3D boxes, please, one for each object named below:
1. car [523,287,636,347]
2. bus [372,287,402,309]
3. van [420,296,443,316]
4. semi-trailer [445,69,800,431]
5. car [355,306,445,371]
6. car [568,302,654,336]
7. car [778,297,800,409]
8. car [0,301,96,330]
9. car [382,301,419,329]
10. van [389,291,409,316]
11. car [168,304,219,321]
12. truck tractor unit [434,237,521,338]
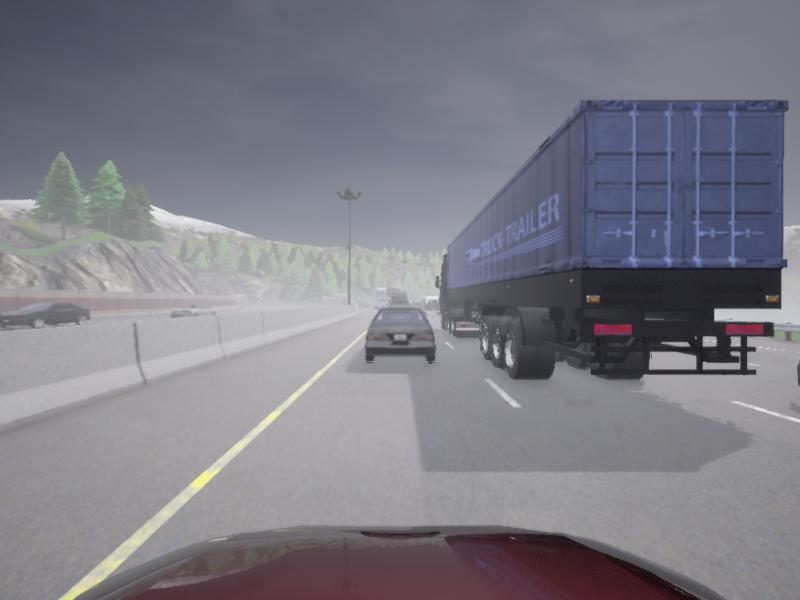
[{"bbox_3d":[7.012,0.586,16.500,2.150,2.045,5.566,0,0,0],"label":"car"},{"bbox_3d":[-2.897,-0.430,82.667,3.944,4.253,10.273,0,1,-16],"label":"bus"},{"bbox_3d":[3.367,0.625,43.341,2.069,2.038,4.480,0,0,-2],"label":"van"},{"bbox_3d":[3.512,-0.607,11.998,2.717,4.402,14.254,0,0,0],"label":"semi-trailer"},{"bbox_3d":[0.008,0.908,11.687,2.033,1.411,5.357,0,0,0],"label":"car"},{"bbox_3d":[10.513,0.853,20.413,2.007,1.525,4.514,0,0,0],"label":"car"},{"bbox_3d":[7.001,0.785,3.759,2.152,1.651,5.027,0,0,0],"label":"car"},{"bbox_3d":[-20.988,0.851,23.843,1.882,1.535,5.008,0,0,0],"label":"car"},{"bbox_3d":[0.017,0.854,24.782,2.038,1.542,4.974,0,0,0],"label":"car"},{"bbox_3d":[-0.189,0.377,45.165,1.988,2.561,5.915,0,0,-2],"label":"van"},{"bbox_3d":[-17.398,0.984,34.047,1.895,1.301,4.718,0,0,0],"label":"car"},{"bbox_3d":[3.509,-0.502,19.918,3.053,4.208,6.516,0,0,0],"label":"truck tractor unit"}]
